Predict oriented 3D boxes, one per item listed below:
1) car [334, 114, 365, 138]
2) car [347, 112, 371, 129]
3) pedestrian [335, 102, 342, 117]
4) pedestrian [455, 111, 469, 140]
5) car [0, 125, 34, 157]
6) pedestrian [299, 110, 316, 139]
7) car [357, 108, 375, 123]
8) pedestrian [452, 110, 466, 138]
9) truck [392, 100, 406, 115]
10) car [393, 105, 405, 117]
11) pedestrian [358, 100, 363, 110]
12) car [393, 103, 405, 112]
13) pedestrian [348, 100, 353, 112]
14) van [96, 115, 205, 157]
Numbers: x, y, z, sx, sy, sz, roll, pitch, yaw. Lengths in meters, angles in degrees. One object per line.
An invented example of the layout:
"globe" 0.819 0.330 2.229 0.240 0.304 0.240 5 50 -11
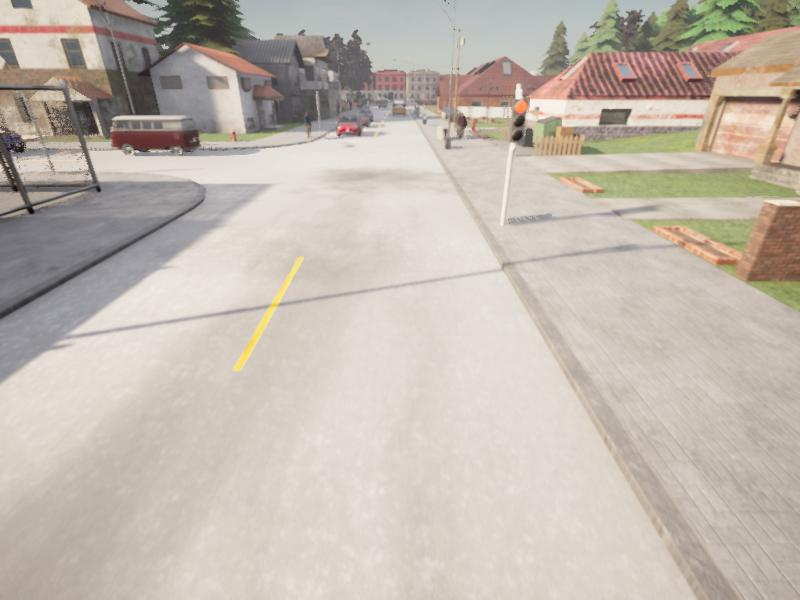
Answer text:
"car" -4.067 -14.383 32.889 2.007 1.525 4.514 0 27 0
"car" -4.082 -18.092 40.268 1.994 1.385 4.181 0 27 0
"pedestrian" -8.726 -27.156 57.059 0.751 1.860 0.751 1 27 1
"pedestrian" 4.358 -12.271 28.140 0.751 1.860 0.751 1 27 2
"car" -23.294 -8.772 22.047 4.193 1.474 1.816 0 27 0
"pedestrian" -6.666 -12.698 28.972 0.751 1.860 0.751 -23 35 -37
"car" -4.097 -22.505 48.663 1.845 1.501 3.633 0 27 0
"pedestrian" 4.414 -13.199 29.937 0.751 1.860 0.751 -2 27 -3
"truck" -0.142 -33.263 68.941 2.390 2.098 6.274 0 27 0
"car" -0.126 -29.596 62.431 1.882 1.535 5.008 0 27 0
"pedestrian" -7.938 -39.011 80.088 0.751 1.860 0.751 9 29 17
"car" -0.165 -36.542 75.953 2.128 1.511 4.902 0 27 0
"pedestrian" -9.019 -35.548 73.361 0.751 1.860 0.751 1 27 3
"van" -13.556 -9.043 22.013 4.442 1.987 1.775 -1 27 -2
